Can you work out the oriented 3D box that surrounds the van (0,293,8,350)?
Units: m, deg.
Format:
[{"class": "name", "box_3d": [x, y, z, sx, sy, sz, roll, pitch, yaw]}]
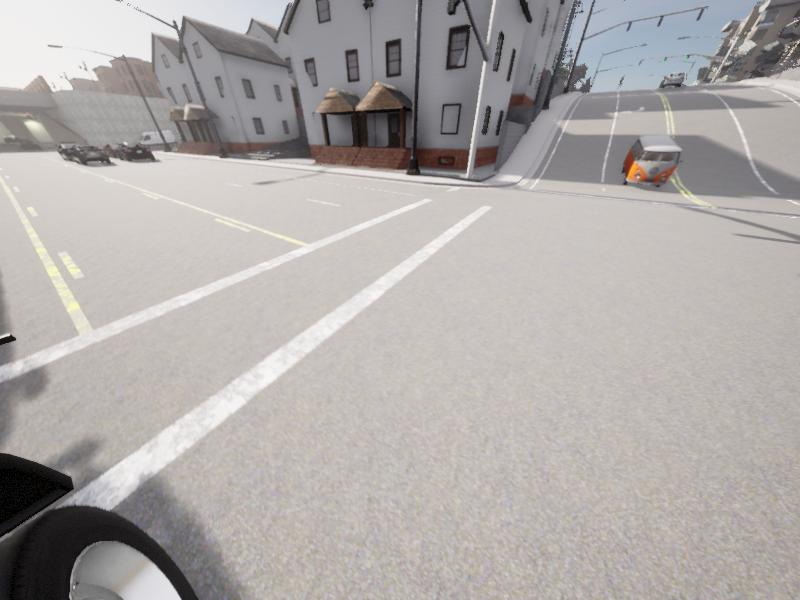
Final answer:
[{"class": "van", "box_3d": [-8.102, -0.923, 2.929, 5.915, 2.561, 1.988, 21, 40, 27]}]

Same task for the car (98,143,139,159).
[{"class": "car", "box_3d": [-33.919, -17.975, 27.787, 4.674, 1.442, 1.812, 20, 40, 26]}]

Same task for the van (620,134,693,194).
[{"class": "van", "box_3d": [14.389, -7.967, 13.300, 1.775, 1.987, 4.442, 21, 49, 26]}]

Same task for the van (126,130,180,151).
[{"class": "van", "box_3d": [-44.422, -28.989, 41.849, 1.988, 2.561, 5.915, 21, 44, 27]}]

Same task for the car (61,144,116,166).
[{"class": "car", "box_3d": [-29.015, -13.573, 21.527, 4.514, 1.525, 2.007, 21, 40, 27]}]

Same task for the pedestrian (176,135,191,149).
[{"class": "pedestrian", "box_3d": [-34.743, -25.355, 37.091, 0.751, 1.860, 0.751, 10, 36, 13]}]

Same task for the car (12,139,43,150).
[{"class": "car", "box_3d": [-66.253, -27.694, 41.116, 4.974, 1.542, 2.038, 20, 40, 26]}]

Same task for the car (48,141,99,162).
[{"class": "car", "box_3d": [-34.896, -15.929, 24.708, 5.238, 1.638, 1.930, 20, 40, 26]}]

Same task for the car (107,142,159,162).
[{"class": "car", "box_3d": [-28.379, -15.812, 24.580, 4.611, 1.667, 2.242, 22, 40, 27]}]
